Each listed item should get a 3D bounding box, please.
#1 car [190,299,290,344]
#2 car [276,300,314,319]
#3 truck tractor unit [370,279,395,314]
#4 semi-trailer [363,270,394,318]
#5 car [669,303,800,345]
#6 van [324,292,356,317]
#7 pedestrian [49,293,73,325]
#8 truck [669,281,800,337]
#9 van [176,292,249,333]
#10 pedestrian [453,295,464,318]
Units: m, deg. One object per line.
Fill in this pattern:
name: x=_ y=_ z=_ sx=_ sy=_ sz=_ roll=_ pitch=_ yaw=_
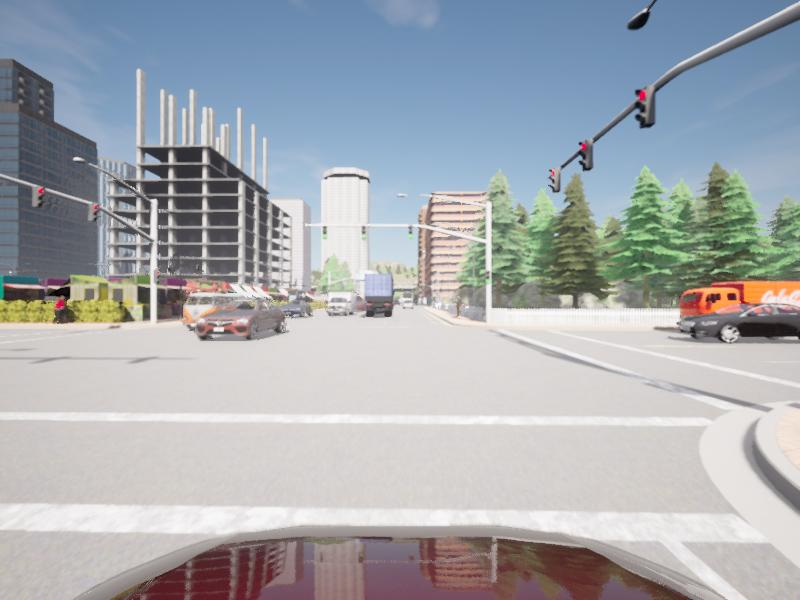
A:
car: x=-6.659 y=0.807 z=17.429 sx=2.152 sy=1.651 sz=5.027 roll=0 pitch=0 yaw=2
car: x=-9.661 y=0.838 z=37.235 sx=2.152 sy=1.651 sz=5.027 roll=0 pitch=0 yaw=1
truck tractor unit: x=-2.195 y=-0.441 z=51.701 sx=3.053 sy=4.208 sz=6.516 roll=0 pitch=0 yaw=-1
semi-trailer: x=-2.088 y=-0.549 z=43.790 sx=2.717 sy=4.402 sz=14.254 roll=0 pitch=0 yaw=-1
car: x=13.608 y=0.860 z=15.490 sx=4.902 sy=1.511 sz=2.128 roll=0 pitch=0 yaw=3
van: x=-6.092 y=0.442 z=41.511 sx=2.351 sy=2.431 sz=6.366 roll=0 pitch=0 yaw=1
pedestrian: x=-20.295 y=0.522 z=23.956 sx=0.751 sy=1.860 sz=0.751 roll=0 pitch=0 yaw=1
truck: x=16.212 y=0.386 z=18.884 sx=5.204 sy=2.467 sz=2.627 roll=0 pitch=0 yaw=2
van: x=-9.998 y=0.633 z=21.768 sx=1.775 sy=1.987 sz=4.442 roll=0 pitch=0 yaw=2
pedestrian: x=4.744 y=0.537 z=32.450 sx=0.751 sy=1.860 sz=0.751 roll=0 pitch=0 yaw=1
